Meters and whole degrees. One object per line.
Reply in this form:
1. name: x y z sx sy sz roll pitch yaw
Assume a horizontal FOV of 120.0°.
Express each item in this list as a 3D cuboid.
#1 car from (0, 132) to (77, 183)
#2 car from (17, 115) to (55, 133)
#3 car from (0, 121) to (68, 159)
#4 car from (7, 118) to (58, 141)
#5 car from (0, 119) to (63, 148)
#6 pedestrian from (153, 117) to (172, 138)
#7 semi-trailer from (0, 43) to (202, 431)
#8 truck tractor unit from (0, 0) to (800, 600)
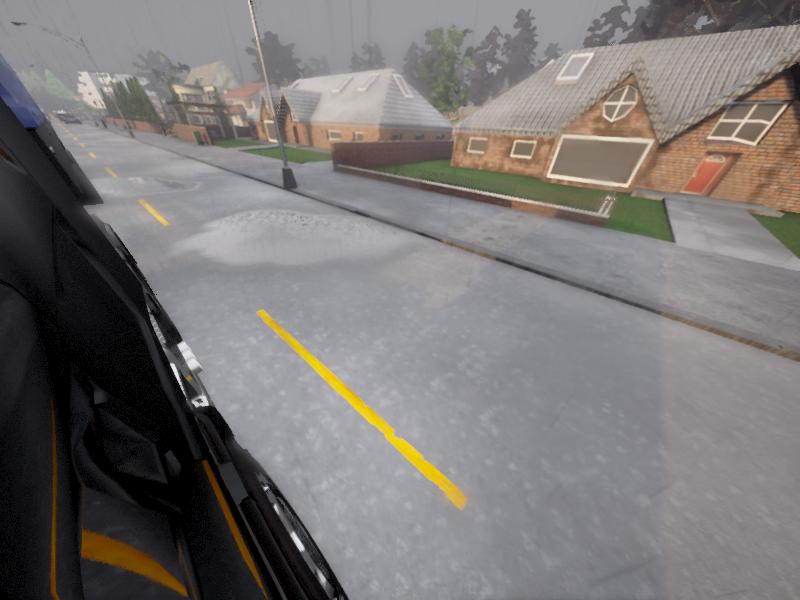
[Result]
1. car: -15.666 -6.077 9.645 4.181 1.385 1.994 28 43 30
2. car: -44.300 -21.481 28.206 5.008 1.535 1.882 28 44 30
3. car: -22.189 -9.645 13.832 4.514 1.525 2.007 28 44 30
4. car: -32.645 -15.219 20.645 4.193 1.474 1.816 28 44 30
5. car: -27.860 -12.680 17.519 4.514 1.525 2.007 28 44 30
6. pedestrian: -27.351 -19.844 26.615 0.751 1.860 0.751 28 43 29
7. semi-trailer: -8.694 -3.612 4.227 14.254 4.402 2.717 28 44 30
8. truck tractor unit: -2.645 -0.295 0.351 6.516 4.208 3.053 28 44 30
